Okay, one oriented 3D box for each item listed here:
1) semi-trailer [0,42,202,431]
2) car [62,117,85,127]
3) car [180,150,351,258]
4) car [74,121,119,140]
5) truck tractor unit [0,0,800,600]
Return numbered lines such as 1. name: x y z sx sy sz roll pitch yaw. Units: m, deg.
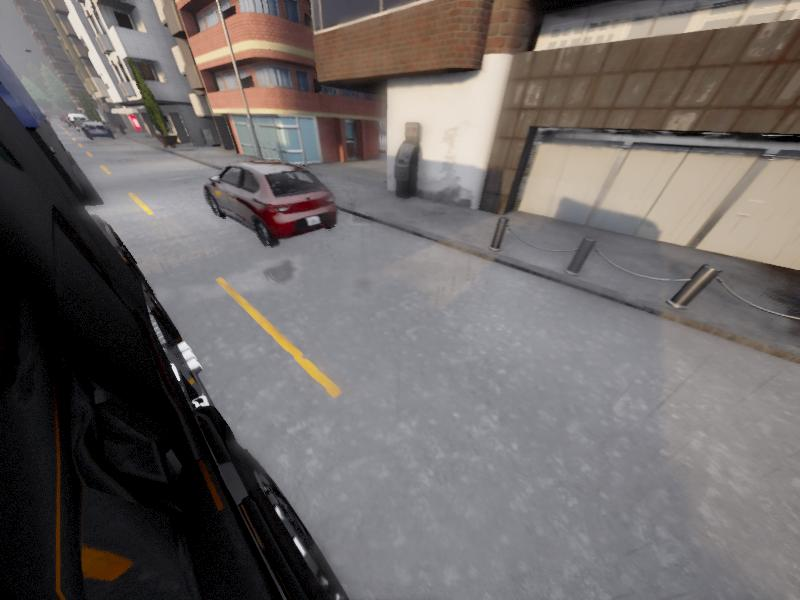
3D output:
1. semi-trailer: -8.703 -3.593 4.237 14.254 4.402 2.717 28 44 30
2. car: -63.630 -34.721 45.031 3.806 1.475 1.970 28 44 30
3. car: -3.399 -2.689 5.815 4.193 1.474 1.816 28 44 30
4. car: -32.652 -18.249 24.861 4.792 1.488 2.163 28 44 30
5. truck tractor unit: -2.645 -0.295 0.351 6.516 4.208 3.053 28 44 30
